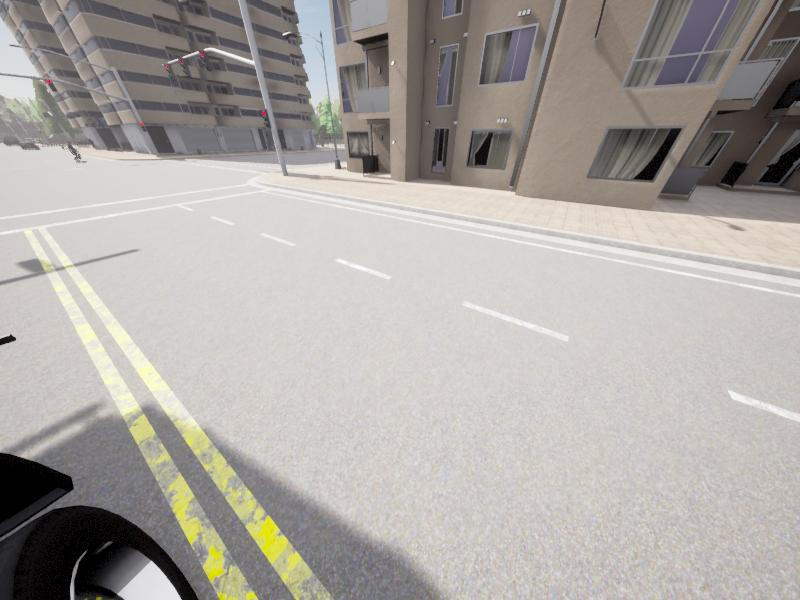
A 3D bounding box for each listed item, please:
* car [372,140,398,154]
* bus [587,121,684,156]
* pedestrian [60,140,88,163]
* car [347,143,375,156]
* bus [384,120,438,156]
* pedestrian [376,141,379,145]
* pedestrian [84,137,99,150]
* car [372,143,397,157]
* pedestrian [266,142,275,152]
[{"bbox_3d":[-2.426,-25.372,38.287,1.932,1.855,4.605,21,40,26],"label":"car"},{"bbox_3d":[38.637,-26.966,38.687,10.273,4.253,3.944,26,42,32],"label":"bus"},{"bbox_3d":[-32.595,-14.862,23.121,0.751,1.860,0.751,20,40,26],"label":"pedestrian"},{"bbox_3d":[-5.708,-22.314,34.270,1.970,1.475,3.806,21,40,26],"label":"car"},{"bbox_3d":[2.069,-26.736,38.196,3.944,4.253,10.273,21,40,26],"label":"bus"},{"bbox_3d":[-6.984,-48.356,71.158,0.500,1.100,0.500,22,41,28],"label":"pedestrian"},{"bbox_3d":[-55.411,-28.123,41.519,0.751,1.860,0.751,23,41,29],"label":"pedestrian"},{"bbox_3d":[-2.204,-21.720,33.407,1.845,1.501,3.633,21,40,26],"label":"car"},{"bbox_3d":[-21.188,-25.030,37.864,0.751,1.300,0.751,21,40,27],"label":"pedestrian"}]
